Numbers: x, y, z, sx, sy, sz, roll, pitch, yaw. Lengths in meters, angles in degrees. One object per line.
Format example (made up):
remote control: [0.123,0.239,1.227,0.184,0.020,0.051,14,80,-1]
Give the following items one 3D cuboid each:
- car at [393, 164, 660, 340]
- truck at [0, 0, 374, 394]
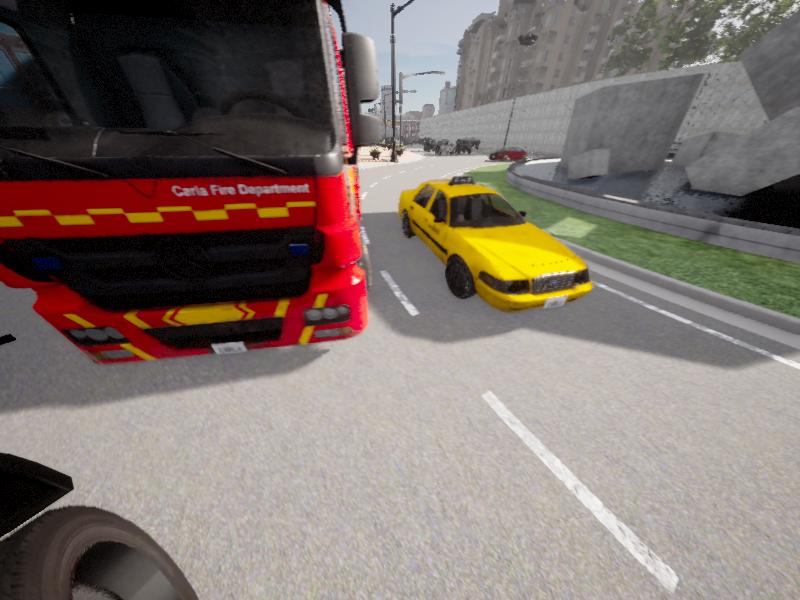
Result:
car: [1.365,-1.740,4.981,1.801,1.575,5.366,-9,36,-13]
truck: [-2.383,-3.109,4.949,2.891,3.827,8.468,-5,36,-7]
